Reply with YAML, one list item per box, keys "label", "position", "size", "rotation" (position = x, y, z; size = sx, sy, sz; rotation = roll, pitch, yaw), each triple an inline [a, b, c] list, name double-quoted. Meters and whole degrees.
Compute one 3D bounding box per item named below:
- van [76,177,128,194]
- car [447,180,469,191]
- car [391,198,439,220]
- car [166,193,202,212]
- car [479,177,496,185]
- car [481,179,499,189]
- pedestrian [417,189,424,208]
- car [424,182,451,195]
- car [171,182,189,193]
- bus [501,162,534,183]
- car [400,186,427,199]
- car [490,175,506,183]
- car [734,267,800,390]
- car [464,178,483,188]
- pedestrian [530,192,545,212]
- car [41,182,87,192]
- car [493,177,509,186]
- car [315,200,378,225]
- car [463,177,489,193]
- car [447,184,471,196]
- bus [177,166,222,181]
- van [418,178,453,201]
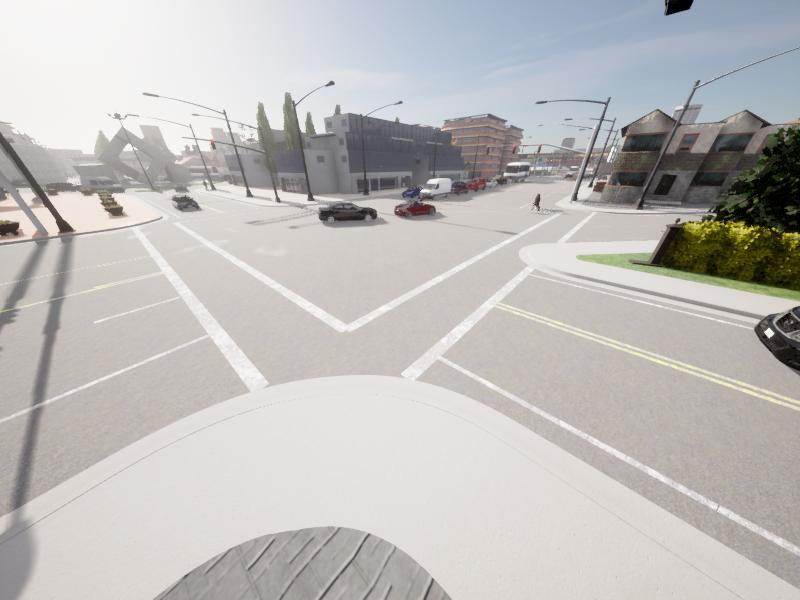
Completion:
- label: "van"
  position: [-53.551, -20.727, 41.672]
  size: [5.915, 2.561, 1.988]
  rotation: [3, 30, 4]
- label: "car"
  position: [11.226, -22.175, 44.719]
  size: [1.882, 1.535, 5.008]
  rotation: [23, 38, 34]
- label: "car"
  position: [1.480, -8.897, 22.344]
  size: [4.181, 1.385, 1.994]
  rotation: [-17, 34, -27]
- label: "car"
  position: [-24.281, -11.043, 25.962]
  size: [4.193, 1.474, 1.816]
  rotation: [23, 37, 34]
- label: "car"
  position: [20.489, -27.973, 54.171]
  size: [1.994, 1.385, 4.181]
  rotation: [24, 39, 35]
- label: "car"
  position: [18.509, -23.919, 47.486]
  size: [1.812, 1.442, 4.674]
  rotation: [23, 39, 34]
- label: "pedestrian"
  position: [2.406, -11.756, 26.738]
  size: [0.751, 1.860, 0.751]
  rotation: [3, 30, 5]
- label: "car"
  position: [6.555, -19.299, 39.891]
  size: [1.930, 1.638, 5.238]
  rotation: [23, 38, 34]
- label: "car"
  position: [-42.650, -21.908, 44.862]
  size: [2.033, 1.411, 5.357]
  rotation: [-22, 36, -33]
- label: "bus"
  position: [29.439, -31.921, 57.776]
  size: [3.944, 4.253, 10.273]
  rotation: [23, 38, 34]
- label: "car"
  position: [2.081, -16.512, 35.329]
  size: [1.816, 1.474, 4.193]
  rotation: [22, 37, 34]
- label: "car"
  position: [24.790, -30.756, 58.541]
  size: [1.882, 1.535, 5.008]
  rotation: [23, 38, 34]
- label: "car"
  position: [11.035, 1.388, 3.860]
  size: [5.566, 2.045, 2.150]
  rotation: [23, 37, 34]
- label: "car"
  position: [15.635, -24.946, 49.229]
  size: [1.837, 1.490, 4.892]
  rotation: [23, 39, 34]
- label: "pedestrian"
  position: [14.253, -10.195, 24.003]
  size: [0.751, 1.860, 0.751]
  rotation: [6, 31, 11]
- label: "car"
  position: [-65.286, -22.057, 45.011]
  size: [4.892, 1.490, 1.837]
  rotation: [-5, 30, -8]
- label: "car"
  position: [22.601, -26.542, 51.635]
  size: [1.816, 1.474, 4.193]
  rotation: [23, 38, 34]
- label: "car"
  position: [-4.516, -7.619, 19.974]
  size: [5.008, 1.535, 1.882]
  rotation: [-6, 31, -10]
- label: "car"
  position: [14.110, -21.390, 42.837]
  size: [2.150, 2.045, 5.566]
  rotation: [23, 38, 34]
- label: "car"
  position: [9.896, -18.442, 38.570]
  size: [1.812, 1.442, 4.674]
  rotation: [23, 38, 34]
- label: "bus"
  position: [-67.599, -42.831, 78.236]
  size: [10.273, 4.253, 3.944]
  rotation: [-2, 30, -4]
- label: "van"
  position: [5.242, -16.133, 33.595]
  size: [1.988, 2.561, 5.915]
  rotation: [23, 37, 34]
